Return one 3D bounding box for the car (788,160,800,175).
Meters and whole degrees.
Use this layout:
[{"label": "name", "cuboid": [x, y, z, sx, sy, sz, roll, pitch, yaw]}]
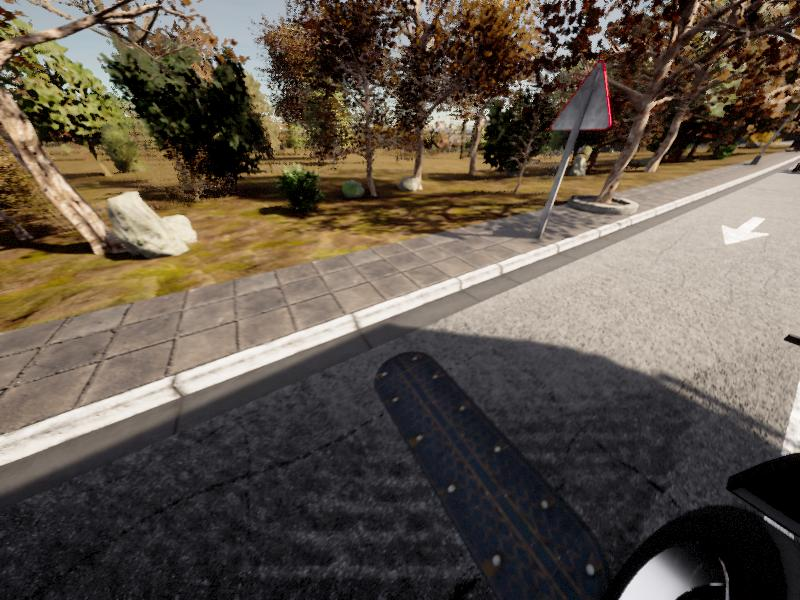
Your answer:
[{"label": "car", "cuboid": [29.846, -9.653, 16.172, 4.181, 1.385, 1.994, -20, 40, -25]}]
